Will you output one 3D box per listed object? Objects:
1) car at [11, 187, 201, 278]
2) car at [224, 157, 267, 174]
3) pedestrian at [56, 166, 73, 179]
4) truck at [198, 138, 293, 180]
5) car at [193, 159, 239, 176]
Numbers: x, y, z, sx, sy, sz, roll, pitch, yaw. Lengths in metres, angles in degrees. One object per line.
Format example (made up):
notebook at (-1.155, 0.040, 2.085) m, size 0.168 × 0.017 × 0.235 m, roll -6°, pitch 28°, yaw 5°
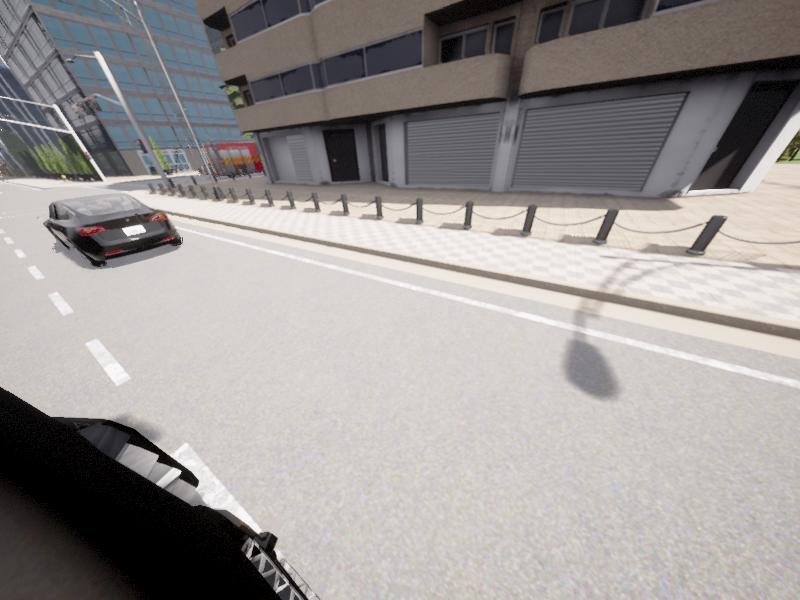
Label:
car at (-8.578, -2.265, 6.772) m, size 4.792 × 1.488 × 2.163 m, roll 16°, pitch 38°, yaw 26°
car at (-22.533, -19.813, 33.962) m, size 1.932 × 1.855 × 4.605 m, roll 16°, pitch 38°, yaw 27°
pedestrian at (-60.219, -22.896, 41.489) m, size 0.751 × 1.860 × 0.751 m, roll -13°, pitch 35°, yaw -14°
truck at (-18.149, -17.346, 28.111) m, size 2.891 × 3.827 × 8.468 m, roll 16°, pitch 38°, yaw 27°
car at (-26.808, -19.425, 33.806) m, size 2.097 × 1.767 × 4.553 m, roll 16°, pitch 38°, yaw 27°
